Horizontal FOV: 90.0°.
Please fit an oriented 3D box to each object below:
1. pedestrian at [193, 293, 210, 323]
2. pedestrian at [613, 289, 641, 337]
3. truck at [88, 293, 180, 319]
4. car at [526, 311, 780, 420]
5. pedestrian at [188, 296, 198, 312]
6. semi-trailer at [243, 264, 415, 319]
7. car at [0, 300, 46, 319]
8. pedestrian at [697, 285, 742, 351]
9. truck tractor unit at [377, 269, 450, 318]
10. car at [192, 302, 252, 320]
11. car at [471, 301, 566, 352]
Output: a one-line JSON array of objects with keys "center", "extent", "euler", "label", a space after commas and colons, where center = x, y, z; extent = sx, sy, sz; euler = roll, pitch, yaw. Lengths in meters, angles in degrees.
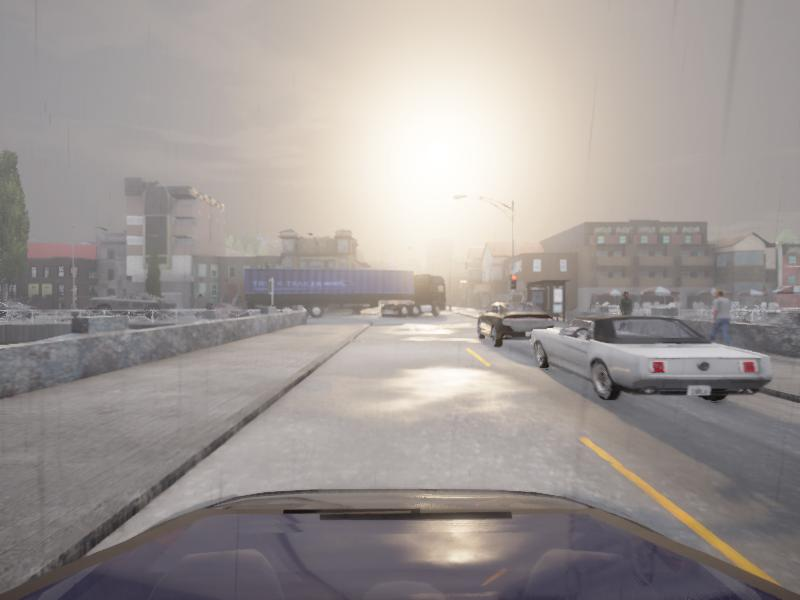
[{"center": [-12.762, 0.513, 25.765], "extent": [0.751, 1.860, 0.751], "euler": [0, 0, -1], "label": "pedestrian"}, {"center": [8.987, 0.511, 15.852], "extent": [0.751, 1.860, 0.751], "euler": [0, 0, 7], "label": "pedestrian"}, {"center": [-22.430, 0.497, 33.954], "extent": [6.274, 2.098, 2.390], "euler": [0, 0, 1], "label": "truck"}, {"center": [4.082, 0.933, 7.645], "extent": [1.895, 1.301, 4.718], "euler": [0, 0, 1], "label": "car"}, {"center": [-24.457, 0.486, 47.340], "extent": [0.751, 1.860, 0.751], "euler": [0, 0, 6], "label": "pedestrian"}, {"center": [-5.896, -0.665, 34.925], "extent": [14.254, 4.402, 2.717], "euler": [0, 0, -13], "label": "semi-trailer"}, {"center": [-33.543, 0.792, 34.061], "extent": [4.902, 1.511, 2.128], "euler": [0, 0, 1], "label": "car"}, {"center": [9.377, 0.517, 11.767], "extent": [0.751, 1.860, 0.751], "euler": [0, 0, 1], "label": "pedestrian"}, {"center": [1.359, -0.561, 37.590], "extent": [6.516, 4.208, 3.053], "euler": [0, 0, -42], "label": "truck tractor unit"}, {"center": [-14.957, 0.901, 33.825], "extent": [4.181, 1.385, 1.994], "euler": [-1, 0, -1], "label": "car"}, {"center": [4.053, 0.816, 14.621], "extent": [2.128, 1.511, 4.902], "euler": [0, 0, 2], "label": "car"}]
